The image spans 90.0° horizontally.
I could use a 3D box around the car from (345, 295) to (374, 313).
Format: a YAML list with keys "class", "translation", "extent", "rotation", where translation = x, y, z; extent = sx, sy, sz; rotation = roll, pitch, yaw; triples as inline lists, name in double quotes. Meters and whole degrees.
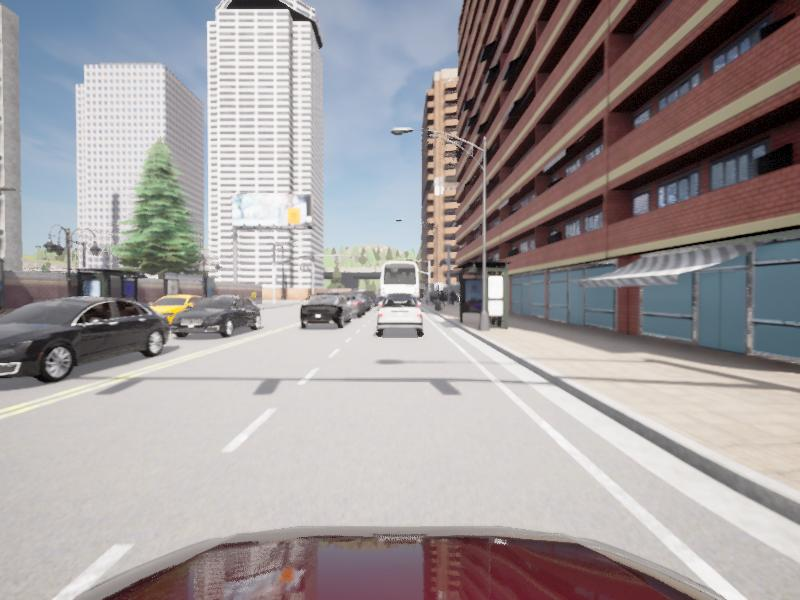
- class: "car"
  translation: [-3.515, 0.286, 35.708]
  extent: [2.033, 1.411, 5.357]
  rotation: [0, 1, 0]

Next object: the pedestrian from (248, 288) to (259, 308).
- class: "pedestrian"
  translation: [-13.795, -0.166, 37.624]
  extent: [0.751, 1.860, 0.751]
  rotation: [0, 1, 3]

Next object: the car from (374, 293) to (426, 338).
- class: "car"
  translation: [-0.003, 0.515, 16.395]
  extent: [1.851, 1.617, 3.988]
  rotation: [0, 1, 0]

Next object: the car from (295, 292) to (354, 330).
- class: "car"
  translation: [-3.519, 0.437, 19.766]
  extent: [1.930, 1.638, 5.238]
  rotation: [0, 1, 0]

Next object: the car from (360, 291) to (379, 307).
- class: "car"
  translation: [-3.525, -0.150, 46.756]
  extent: [1.905, 1.878, 3.866]
  rotation: [0, 1, 0]

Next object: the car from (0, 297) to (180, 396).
- class: "car"
  translation: [-7.001, 0.699, 8.627]
  extent: [1.837, 1.490, 4.892]
  rotation: [0, 1, 0]

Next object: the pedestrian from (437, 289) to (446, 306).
- class: "pedestrian"
  translation: [4.705, -0.286, 45.574]
  extent: [0.751, 1.860, 0.751]
  rotation: [-1, 1, -38]

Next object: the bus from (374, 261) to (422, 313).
- class: "bus"
  translation: [-0.138, -1.180, 38.068]
  extent: [3.944, 4.253, 10.273]
  rotation: [0, 1, 0]

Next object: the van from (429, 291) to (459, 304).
- class: "van"
  translation: [6.851, -0.465, 62.731]
  extent: [4.442, 1.987, 1.775]
  rotation: [0, 1, 0]

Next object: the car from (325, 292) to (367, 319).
- class: "car"
  translation: [-3.514, 0.297, 27.004]
  extent: [2.242, 1.667, 4.611]
  rotation: [0, 1, 0]

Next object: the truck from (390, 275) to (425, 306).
- class: "truck"
  translation: [1.154, -1.248, 54.484]
  extent: [2.891, 3.827, 8.468]
  rotation: [0, 1, 15]

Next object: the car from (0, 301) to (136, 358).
- class: "car"
  translation: [-10.506, 0.734, 12.137]
  extent: [1.895, 1.301, 4.718]
  rotation: [0, 1, 0]

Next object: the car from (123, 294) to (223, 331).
- class: "car"
  translation: [-10.508, 0.494, 19.065]
  extent: [1.882, 1.535, 5.008]
  rotation: [0, 1, 0]

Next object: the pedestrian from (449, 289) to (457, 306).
- class: "pedestrian"
  translation: [5.907, -0.268, 44.593]
  extent: [0.751, 1.860, 0.751]
  rotation: [0, 1, 0]

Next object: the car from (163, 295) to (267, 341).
- class: "car"
  translation: [-7.007, 0.575, 15.835]
  extent: [1.837, 1.490, 4.892]
  rotation: [0, 1, 0]
